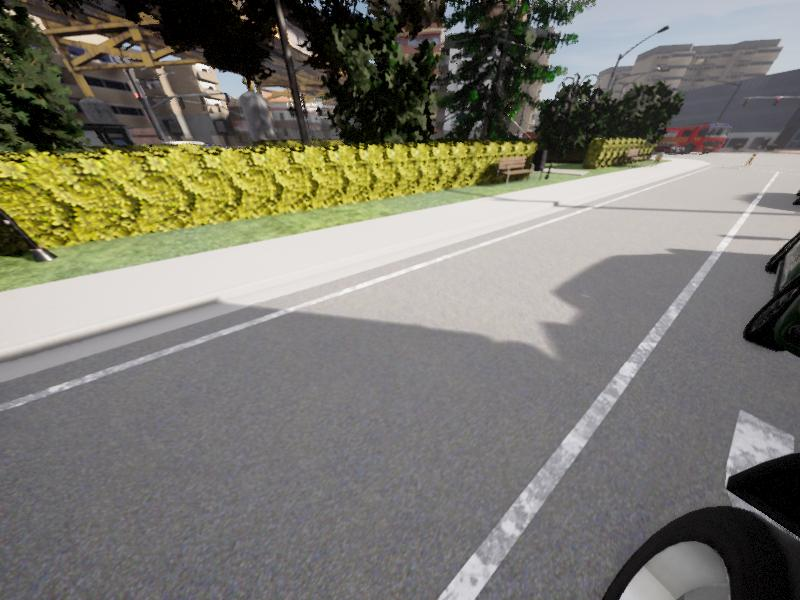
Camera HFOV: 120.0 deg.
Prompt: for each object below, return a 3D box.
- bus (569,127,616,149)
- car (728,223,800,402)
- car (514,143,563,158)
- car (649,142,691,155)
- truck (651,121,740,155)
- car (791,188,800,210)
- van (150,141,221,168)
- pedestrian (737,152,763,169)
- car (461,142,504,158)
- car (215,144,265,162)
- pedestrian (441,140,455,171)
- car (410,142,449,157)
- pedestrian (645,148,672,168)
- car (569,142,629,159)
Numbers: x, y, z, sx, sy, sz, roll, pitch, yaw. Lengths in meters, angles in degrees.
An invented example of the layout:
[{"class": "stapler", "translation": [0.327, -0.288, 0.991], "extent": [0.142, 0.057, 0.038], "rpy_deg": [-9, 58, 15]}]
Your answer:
[{"class": "bus", "translation": [48.993, -41.486, 59.437], "extent": [3.944, 4.253, 10.273], "rpy_deg": [3, 35, 5]}, {"class": "car", "translation": [6.726, -0.405, 2.687], "extent": [5.566, 2.045, 2.150], "rpy_deg": [-21, 40, -28]}, {"class": "car", "translation": [17.760, -19.332, 29.894], "extent": [4.792, 1.488, 2.163], "rpy_deg": [6, 36, 9]}, {"class": "car", "translation": [39.772, -22.394, 34.133], "extent": [1.970, 1.475, 3.806], "rpy_deg": [6, 35, 8]}, {"class": "truck", "translation": [43.607, -24.291, 34.785], "extent": [2.891, 3.827, 8.468], "rpy_deg": [6, 35, 8]}, {"class": "car", "translation": [17.040, -4.354, 8.686], "extent": [4.674, 1.442, 1.812], "rpy_deg": [-22, 41, -28]}, {"class": "van", "translation": [-20.848, -14.447, 22.807], "extent": [2.069, 2.038, 4.480], "rpy_deg": [6, 36, 9]}, {"class": "pedestrian", "translation": [27.957, -11.128, 18.452], "extent": [0.500, 1.100, 0.500], "rpy_deg": [-3, 35, -3]}, {"class": "car", "translation": [10.931, -20.108, 30.931], "extent": [5.027, 1.651, 2.152], "rpy_deg": [6, 36, 9]}, {"class": "car", "translation": [-19.557, -18.291, 28.650], "extent": [1.801, 1.575, 5.366], "rpy_deg": [6, 36, 9]}, {"class": "pedestrian", "translation": [3.418, -10.285, 16.454], "extent": [0.751, 1.860, 0.751], "rpy_deg": [4, 35, 6]}, {"class": "car", "translation": [4.082, -20.832, 32.017], "extent": [5.027, 1.651, 2.152], "rpy_deg": [6, 36, 9]}, {"class": "pedestrian", "translation": [20.348, -11.188, 18.175], "extent": [0.751, 1.300, 0.751], "rpy_deg": [-19, 39, -24]}, {"class": "car", "translation": [24.572, -18.672, 28.777], "extent": [5.027, 1.651, 2.152], "rpy_deg": [6, 36, 9]}]
